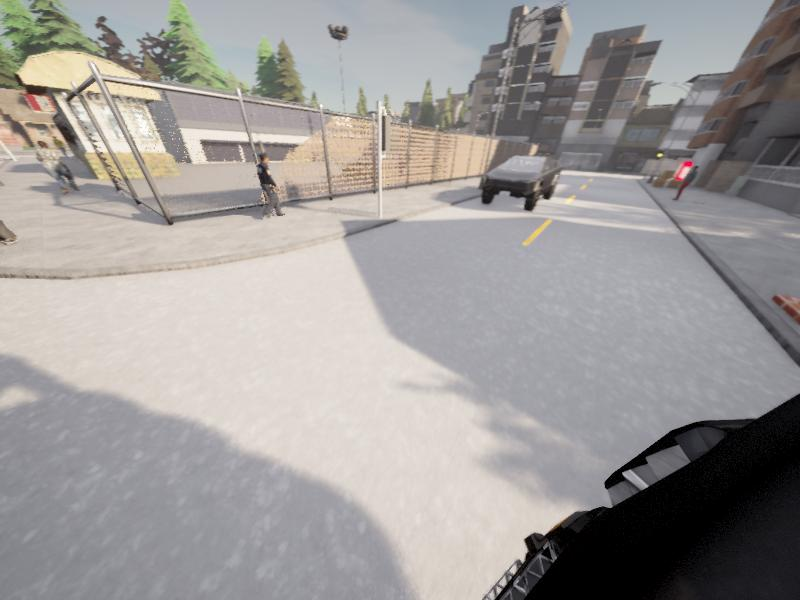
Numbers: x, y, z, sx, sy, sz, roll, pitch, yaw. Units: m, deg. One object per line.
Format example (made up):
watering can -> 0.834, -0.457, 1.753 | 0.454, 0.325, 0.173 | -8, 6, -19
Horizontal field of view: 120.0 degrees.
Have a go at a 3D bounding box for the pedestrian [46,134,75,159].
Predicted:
pedestrian -> -31.041, -14.001, 21.139 | 0.751, 1.860, 0.751 | 27, 41, 33

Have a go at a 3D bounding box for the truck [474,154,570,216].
truck -> 6.389, -6.093, 11.718 | 2.390, 2.098, 6.274 | 25, 40, 30

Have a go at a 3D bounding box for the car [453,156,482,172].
car -> 8.232, -16.552, 28.043 | 1.789, 1.547, 3.705 | 25, 40, 30

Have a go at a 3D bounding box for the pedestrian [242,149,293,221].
pedestrian -> -4.008, -3.505, 7.085 | 0.751, 1.860, 0.751 | -27, 44, -37

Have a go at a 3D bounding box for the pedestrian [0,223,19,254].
pedestrian -> -8.334, -1.697, 4.058 | 0.751, 1.860, 0.751 | -17, 38, -27

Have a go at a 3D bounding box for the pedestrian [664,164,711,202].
pedestrian -> 16.780, -6.868, 13.574 | 0.751, 1.860, 0.751 | 14, 35, 17

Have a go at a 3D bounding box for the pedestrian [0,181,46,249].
pedestrian -> -8.558, -2.020, 4.532 | 0.751, 1.860, 0.751 | -7, 35, -14

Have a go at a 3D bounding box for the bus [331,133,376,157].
bus -> -10.575, -36.142, 54.106 | 3.944, 4.253, 10.273 | 23, 38, 28

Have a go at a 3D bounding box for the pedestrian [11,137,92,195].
pedestrian -> -13.289, -5.126, 8.915 | 0.751, 1.860, 0.751 | -13, 37, -23
